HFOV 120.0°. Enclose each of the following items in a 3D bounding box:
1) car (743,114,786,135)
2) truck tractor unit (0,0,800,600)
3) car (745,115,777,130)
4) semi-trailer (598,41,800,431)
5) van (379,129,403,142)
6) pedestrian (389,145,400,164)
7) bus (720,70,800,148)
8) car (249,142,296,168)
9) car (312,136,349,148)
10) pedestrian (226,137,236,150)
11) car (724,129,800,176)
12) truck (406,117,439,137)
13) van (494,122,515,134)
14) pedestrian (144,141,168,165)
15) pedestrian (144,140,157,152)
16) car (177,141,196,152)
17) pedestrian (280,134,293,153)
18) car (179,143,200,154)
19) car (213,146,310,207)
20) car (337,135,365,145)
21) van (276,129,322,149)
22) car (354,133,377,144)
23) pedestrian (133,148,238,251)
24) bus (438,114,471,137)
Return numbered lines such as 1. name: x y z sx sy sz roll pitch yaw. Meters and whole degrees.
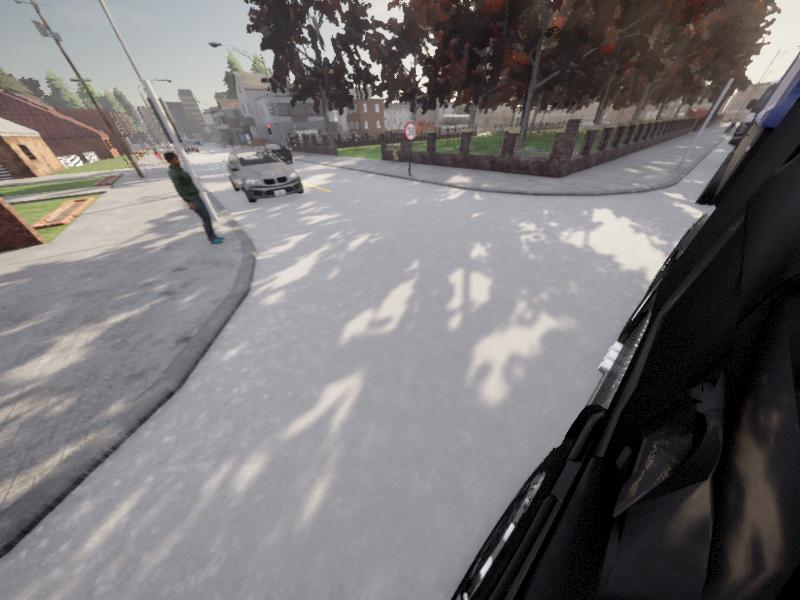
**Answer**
1. car: 41.946 -20.279 26.690 3.866 1.878 1.905 -28 44 -30
2. truck tractor unit: 2.645 -0.295 0.351 6.516 4.208 3.053 -28 44 -30
3. car: 53.607 -26.394 34.380 5.238 1.638 1.930 -28 44 -30
4. semi-trailer: 8.694 -3.598 4.247 14.254 4.402 2.717 -28 44 -30
5. van: -1.692 -32.342 45.387 4.442 1.987 1.775 -30 44 -31
6. pedestrian: -0.360 -10.120 16.085 0.500 1.100 0.500 -28 44 -30
7. bus: 30.706 -15.163 18.544 10.273 4.253 3.944 -28 44 -30
8. car: -10.996 -12.547 19.822 1.882 1.535 5.008 -28 44 -30
9. car: -11.759 -26.995 39.330 5.357 1.411 2.033 -27 43 -29
10. pedestrian: -29.544 -27.414 40.381 0.751 1.860 0.751 -21 41 -23
11. car: 17.825 -7.223 11.080 5.357 1.411 2.033 -28 44 -30
12. truck: 5.636 -44.405 59.551 2.891 3.827 8.468 -30 45 -32
13. van: 30.013 -49.392 66.275 6.366 2.431 2.351 -28 44 -30
14. pedestrian: -23.214 -14.014 22.038 0.751 1.860 0.751 -27 43 -29
15. pedestrian: -46.683 -28.831 43.287 0.751 1.860 0.751 -22 41 -24
16. car: -39.471 -28.333 42.612 1.851 1.617 3.988 -28 44 -30
17. pedestrian: -14.178 -19.594 28.966 0.751 1.860 0.751 -28 44 -30
18. car: -34.918 -25.165 38.296 1.994 1.385 4.181 -28 44 -30
19. car: -6.138 -5.594 10.111 2.242 1.667 4.611 -28 43 -30
20. car: -9.439 -31.148 44.832 4.718 1.301 1.895 -27 43 -29
21. van: -17.190 -27.555 39.542 6.366 2.431 2.351 -28 44 -30
22. car: -6.329 -29.748 42.575 3.633 1.501 1.845 -29 44 -31
23. pedestrian: -4.430 -2.143 5.001 0.751 1.860 0.751 -13 38 -14
24. bus: 13.654 -43.332 57.300 3.944 4.253 10.273 22 43 25
